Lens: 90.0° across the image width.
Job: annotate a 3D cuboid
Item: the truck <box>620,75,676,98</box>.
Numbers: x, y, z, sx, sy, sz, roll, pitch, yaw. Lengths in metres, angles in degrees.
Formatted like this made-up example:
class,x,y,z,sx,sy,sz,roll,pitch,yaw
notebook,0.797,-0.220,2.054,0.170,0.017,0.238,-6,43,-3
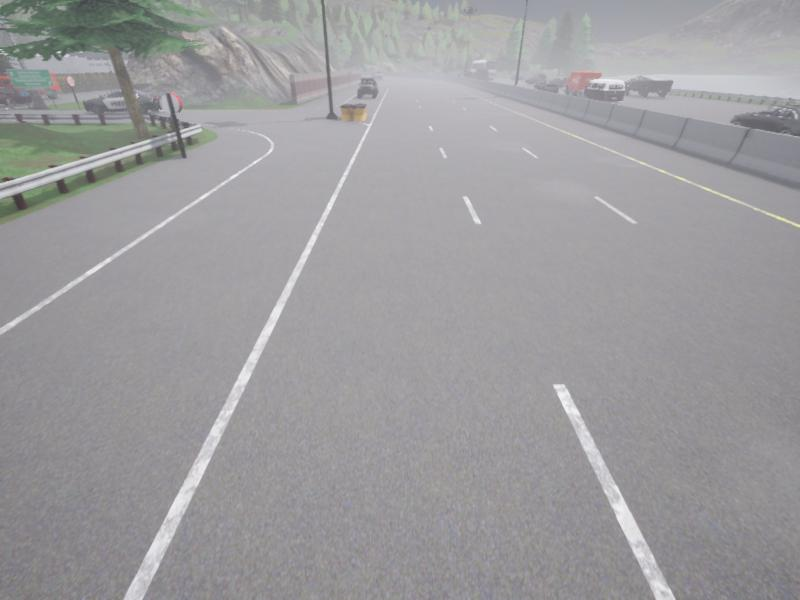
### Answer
class,x,y,z,sx,sy,sz,roll,pitch,yaw
truck,27.971,-24.290,45.434,2.390,2.098,6.274,0,30,0

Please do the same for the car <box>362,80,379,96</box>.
class,x,y,z,sx,sy,sz,roll,pitch,yaw
car,-3.530,-25.620,48.235,1.789,1.549,3.705,0,30,0

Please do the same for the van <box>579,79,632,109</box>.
class,x,y,z,sx,sy,sz,roll,pitch,yaw
van,17.481,-17.786,34.373,2.069,2.038,4.480,0,30,0

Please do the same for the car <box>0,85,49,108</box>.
class,x,y,z,sx,sy,sz,roll,pitch,yaw
car,-33.616,-17.638,34.648,2.163,1.488,4.792,0,30,0

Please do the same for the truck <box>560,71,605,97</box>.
class,x,y,z,sx,sy,sz,roll,pitch,yaw
truck,20.970,-25.014,46.302,2.627,2.467,5.204,0,30,0

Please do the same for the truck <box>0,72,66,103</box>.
class,x,y,z,sx,sy,sz,roll,pitch,yaw
truck,-37.039,-21.217,39.781,2.627,2.467,5.204,2,30,3

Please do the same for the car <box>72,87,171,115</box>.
class,x,y,z,sx,sy,sz,roll,pitch,yaw
car,-18.824,-13.550,27.237,4.974,1.542,2.038,0,30,0

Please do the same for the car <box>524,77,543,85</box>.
class,x,y,z,sx,sy,sz,roll,pitch,yaw
car,24.454,-40.249,73.489,1.895,1.301,4.718,0,30,0

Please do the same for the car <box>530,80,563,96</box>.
class,x,y,z,sx,sy,sz,roll,pitch,yaw
car,17.468,-25.453,48.017,2.128,1.511,4.902,0,30,0

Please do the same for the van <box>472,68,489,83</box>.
class,x,y,z,sx,sy,sz,roll,pitch,yaw
van,17.214,-47.999,85.467,1.988,2.561,5.915,-2,30,-4

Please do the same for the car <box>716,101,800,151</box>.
class,x,y,z,sx,sy,sz,roll,pitch,yaw
car,17.487,-8.079,18.309,2.128,1.511,4.902,0,30,0

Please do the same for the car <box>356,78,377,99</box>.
class,x,y,z,sx,sy,sz,roll,pitch,yaw
car,-3.528,-22.788,43.061,1.905,1.878,3.866,0,30,0
